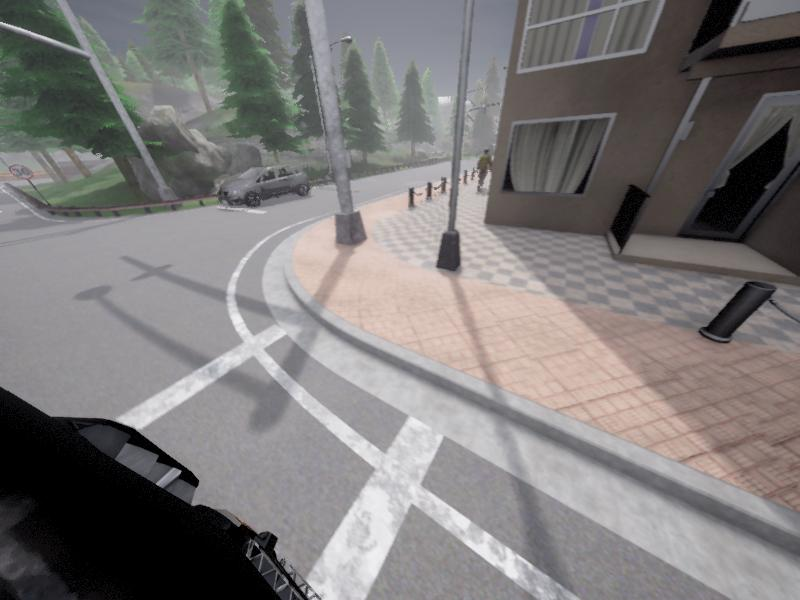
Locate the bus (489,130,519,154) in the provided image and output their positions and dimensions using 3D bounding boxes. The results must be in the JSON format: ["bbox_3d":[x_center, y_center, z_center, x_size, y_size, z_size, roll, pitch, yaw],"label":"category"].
[{"bbox_3d":[24.447,-37.040,54.197,3.944,4.253,10.273,17,38,27],"label":"bus"}]

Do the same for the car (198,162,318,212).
[{"bbox_3d":[-7.112,-6.133,12.226,2.242,1.667,4.611,17,38,27],"label":"car"}]

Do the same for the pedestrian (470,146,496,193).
[{"bbox_3d":[3.945,-6.201,11.010,0.751,1.860,0.751,16,38,26],"label":"pedestrian"}]

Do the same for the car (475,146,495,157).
[{"bbox_3d":[16.025,-28.063,43.612,2.242,1.667,4.611,17,38,27],"label":"car"}]
